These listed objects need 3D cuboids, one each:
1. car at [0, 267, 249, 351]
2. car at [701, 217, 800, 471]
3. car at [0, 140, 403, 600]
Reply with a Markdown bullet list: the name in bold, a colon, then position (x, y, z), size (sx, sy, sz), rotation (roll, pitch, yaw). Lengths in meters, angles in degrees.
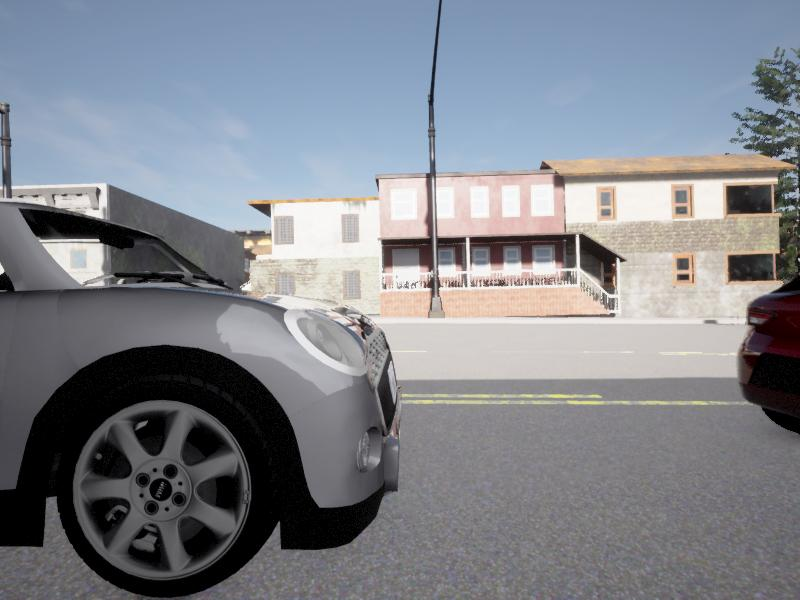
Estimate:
- **car**: position (-6.245, 0.195, 9.280), size (4.611, 1.667, 2.242), rotation (-1, 0, 1)
- **car**: position (4.418, 0.260, 2.167), size (4.193, 1.474, 1.816), rotation (0, 0, 1)
- **car**: position (-1.899, 0.258, 2.237), size (3.806, 1.475, 1.970), rotation (0, 0, 1)
